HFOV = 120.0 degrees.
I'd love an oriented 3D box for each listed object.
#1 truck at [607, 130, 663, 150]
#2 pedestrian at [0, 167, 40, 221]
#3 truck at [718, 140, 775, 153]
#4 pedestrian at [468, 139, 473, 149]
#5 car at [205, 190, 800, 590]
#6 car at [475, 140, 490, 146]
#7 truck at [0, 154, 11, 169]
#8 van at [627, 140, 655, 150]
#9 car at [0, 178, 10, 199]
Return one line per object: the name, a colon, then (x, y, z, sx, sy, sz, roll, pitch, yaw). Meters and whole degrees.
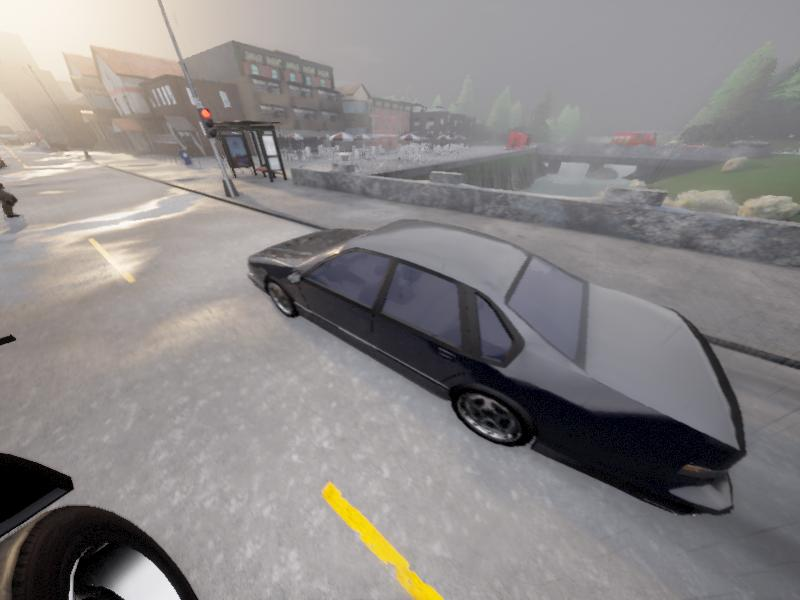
truck: (56.749, -38.892, 56.238, 8.468, 3.827, 2.891, 22, 41, 28)
pedestrian: (-12.568, -3.489, 7.072, 0.751, 1.860, 0.751, -27, 44, -33)
truck: (75.125, -33.500, 50.276, 6.274, 2.098, 2.390, 22, 41, 28)
pedestrian: (16.517, -36.559, 54.070, 0.751, 1.860, 0.751, 22, 41, 28)
car: (0.155, -0.171, 2.941, 5.357, 1.411, 2.033, 22, 41, 28)
car: (27.531, -52.680, 77.523, 4.193, 1.474, 1.816, 22, 41, 28)
truck: (-33.514, -11.552, 17.826, 5.204, 2.467, 2.627, 21, 40, 28)
van: (60.843, -39.284, 58.432, 4.442, 1.987, 1.775, 22, 41, 28)
car: (-19.349, -5.292, 10.092, 4.718, 1.301, 1.895, 22, 41, 28)
